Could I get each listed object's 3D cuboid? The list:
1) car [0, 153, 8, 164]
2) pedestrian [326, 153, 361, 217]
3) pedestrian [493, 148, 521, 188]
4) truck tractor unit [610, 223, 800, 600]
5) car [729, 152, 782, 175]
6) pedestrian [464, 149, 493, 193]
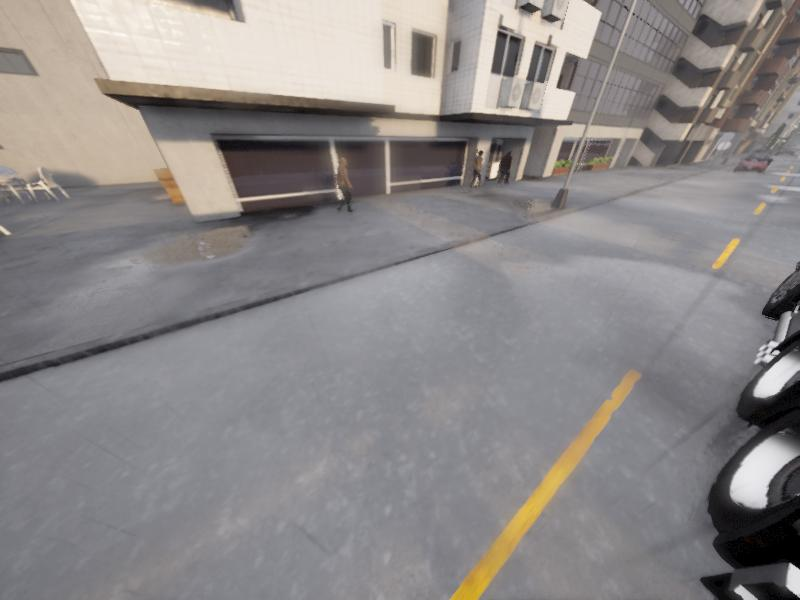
[{"bbox_3d":[-44.594,-14.947,24.074,1.882,1.535,5.008,-21,40,-28],"label":"car"},{"bbox_3d":[-1.923,-3.986,8.001,0.751,1.860,0.751,-18,39,-24],"label":"pedestrian"},{"bbox_3d":[5.978,-7.416,13.006,0.751,1.860,0.751,-23,41,-30],"label":"pedestrian"},{"bbox_3d":[5.038,-0.368,0.879,6.516,4.208,3.053,-21,40,-27],"label":"truck tractor unit"},{"bbox_3d":[31.412,-12.139,20.427,3.633,1.501,1.845,-21,40,-28],"label":"car"},{"bbox_3d":[3.937,-6.524,11.705,0.751,1.860,0.751,-24,41,-31],"label":"pedestrian"}]
